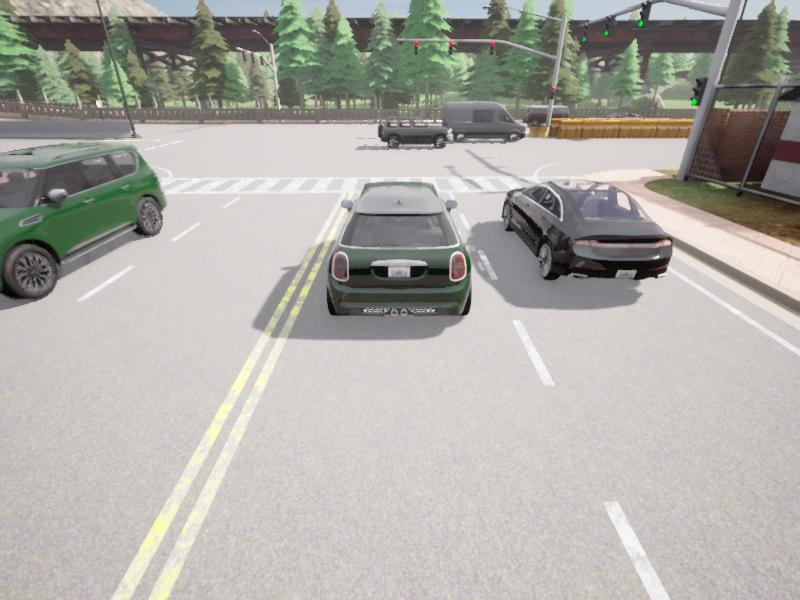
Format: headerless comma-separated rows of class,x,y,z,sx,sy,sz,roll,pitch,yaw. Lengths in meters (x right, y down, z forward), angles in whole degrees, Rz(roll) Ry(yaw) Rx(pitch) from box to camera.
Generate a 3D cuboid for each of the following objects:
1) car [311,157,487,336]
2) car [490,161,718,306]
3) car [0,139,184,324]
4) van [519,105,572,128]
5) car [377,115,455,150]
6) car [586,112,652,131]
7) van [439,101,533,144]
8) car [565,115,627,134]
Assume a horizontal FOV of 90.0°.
car,-0.013,-1.327,7.214,2.097,1.767,4.553,0,27,0
car,3.489,-1.704,8.257,2.128,1.511,4.902,0,27,0
car,-6.921,-1.765,7.790,2.150,2.045,5.566,1,27,1
van,14.741,-18.703,40.770,4.442,1.987,1.775,-1,27,-2
car,0.927,-10.434,24.818,4.605,1.855,1.932,-1,27,-2
car,20.688,-16.979,37.940,4.902,1.511,2.128,-1,27,-2
van,5.848,-12.401,27.921,5.915,2.561,1.988,-1,27,-2
car,16.944,-15.257,34.748,4.181,1.385,1.994,-1,27,-2
